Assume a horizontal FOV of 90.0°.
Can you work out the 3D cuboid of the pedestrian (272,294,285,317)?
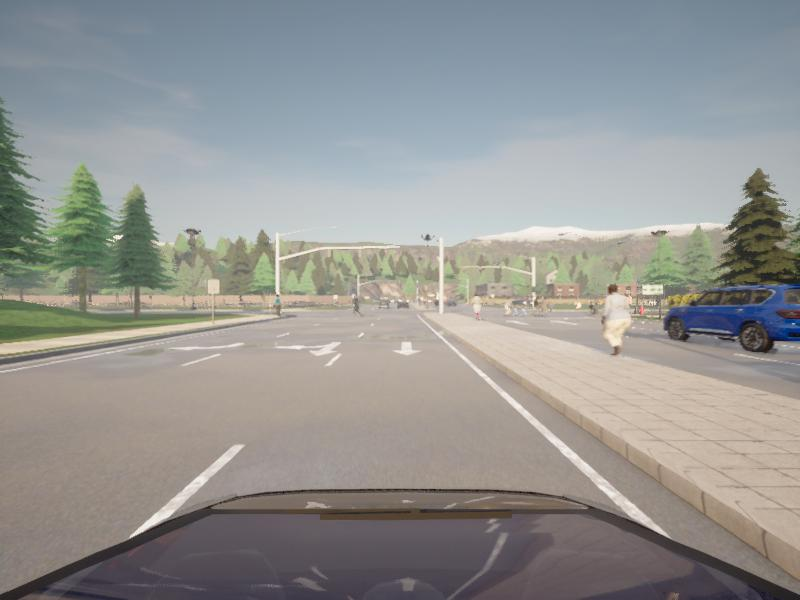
[{"bbox_3d":[-10.104,0.459,33.283,0.751,1.860,0.751,0,0,5],"label":"pedestrian"}]

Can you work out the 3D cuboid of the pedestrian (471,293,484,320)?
[{"bbox_3d":[5.418,0.472,28.062,0.751,1.860,0.751,0,0,2],"label":"pedestrian"}]

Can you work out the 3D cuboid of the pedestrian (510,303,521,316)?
[{"bbox_3d":[11.055,0.902,38.264,0.751,1.300,0.751,0,0,-3],"label":"pedestrian"}]

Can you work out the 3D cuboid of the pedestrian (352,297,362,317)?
[{"bbox_3d":[-3.878,0.622,36.378,0.751,1.860,0.751,0,0,-20],"label":"pedestrian"}]

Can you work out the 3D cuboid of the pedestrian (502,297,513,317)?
[{"bbox_3d":[9.696,0.621,36.028,0.751,1.860,0.751,0,0,-1],"label":"pedestrian"}]

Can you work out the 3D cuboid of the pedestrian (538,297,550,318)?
[{"bbox_3d":[12.893,0.622,35.784,0.751,1.860,0.751,0,0,0],"label":"pedestrian"}]

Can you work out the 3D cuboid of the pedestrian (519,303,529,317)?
[{"bbox_3d":[11.463,0.901,37.114,0.751,1.300,0.751,0,0,5],"label":"pedestrian"}]

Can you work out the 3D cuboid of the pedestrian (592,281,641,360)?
[{"bbox_3d":[5.332,0.480,9.888,0.751,1.860,0.751,0,0,-11],"label":"pedestrian"}]

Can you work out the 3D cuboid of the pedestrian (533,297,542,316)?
[{"bbox_3d":[13.150,0.621,38.266,0.751,1.860,0.751,0,0,10],"label":"pedestrian"}]

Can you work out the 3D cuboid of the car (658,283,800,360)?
[{"bbox_3d":[11.498,0.562,13.405,2.150,2.045,5.566,0,0,0],"label":"car"}]
